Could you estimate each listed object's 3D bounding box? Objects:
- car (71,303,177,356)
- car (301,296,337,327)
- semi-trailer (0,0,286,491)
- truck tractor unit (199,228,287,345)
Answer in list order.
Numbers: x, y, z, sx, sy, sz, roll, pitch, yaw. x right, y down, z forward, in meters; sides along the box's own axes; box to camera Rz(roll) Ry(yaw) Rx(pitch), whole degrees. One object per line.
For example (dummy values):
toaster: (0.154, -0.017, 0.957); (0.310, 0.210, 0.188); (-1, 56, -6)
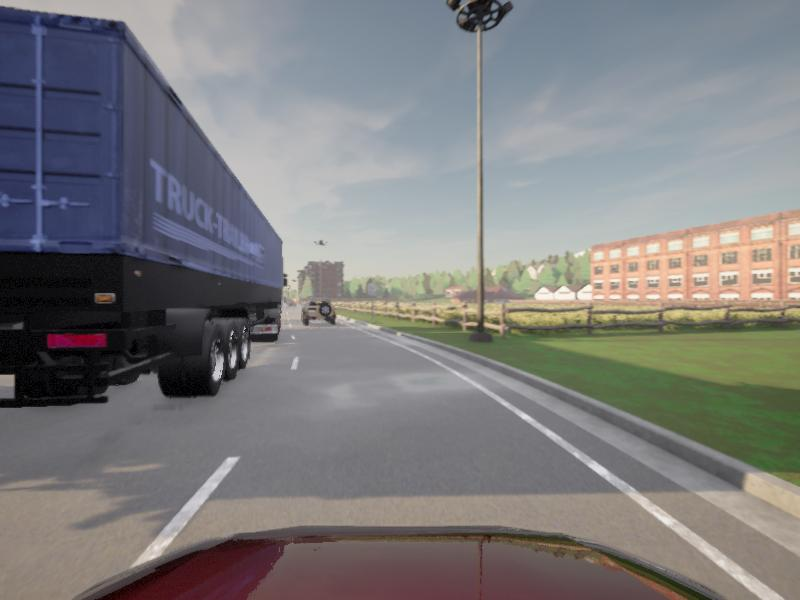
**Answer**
car: (-8.936, 0.852, 13.341); (1.845, 1.501, 3.633); (0, 0, -16)
car: (-5.429, 0.664, 26.482); (1.932, 1.855, 4.605); (0, 0, -16)
semi-trailer: (-5.011, -0.609, 10.245); (2.717, 4.402, 14.254); (0, 0, -11)
truck tractor unit: (-6.650, -0.504, 17.984); (3.053, 4.208, 6.516); (0, 0, -16)
